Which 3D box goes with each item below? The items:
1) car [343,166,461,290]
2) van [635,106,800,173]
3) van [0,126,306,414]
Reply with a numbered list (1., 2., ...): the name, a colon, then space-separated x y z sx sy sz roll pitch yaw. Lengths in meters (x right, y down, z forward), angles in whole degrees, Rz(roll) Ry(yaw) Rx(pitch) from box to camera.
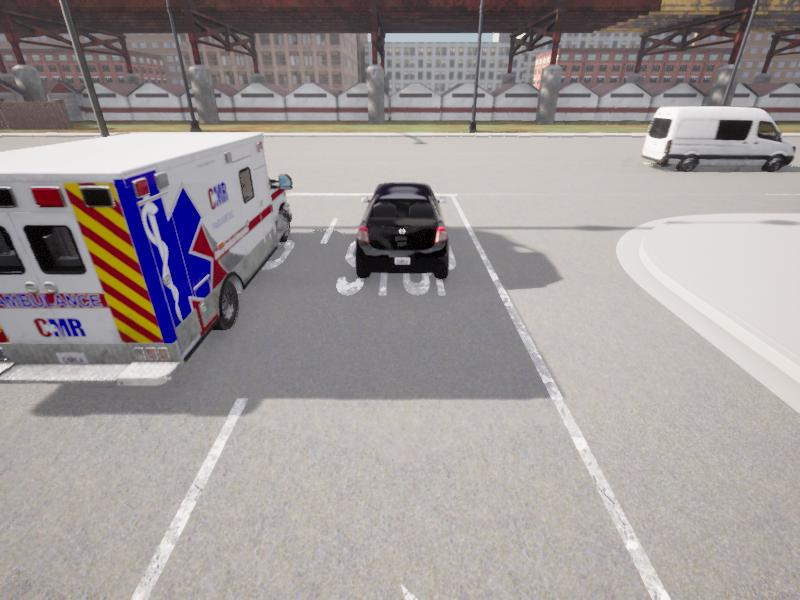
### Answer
1. car: 0.072 -1.688 8.232 1.845 1.501 3.633 1 27 1
2. van: 14.245 -7.134 17.729 5.915 2.561 1.988 0 27 1
3. van: -3.497 -1.317 6.528 2.351 2.431 6.366 0 27 0
